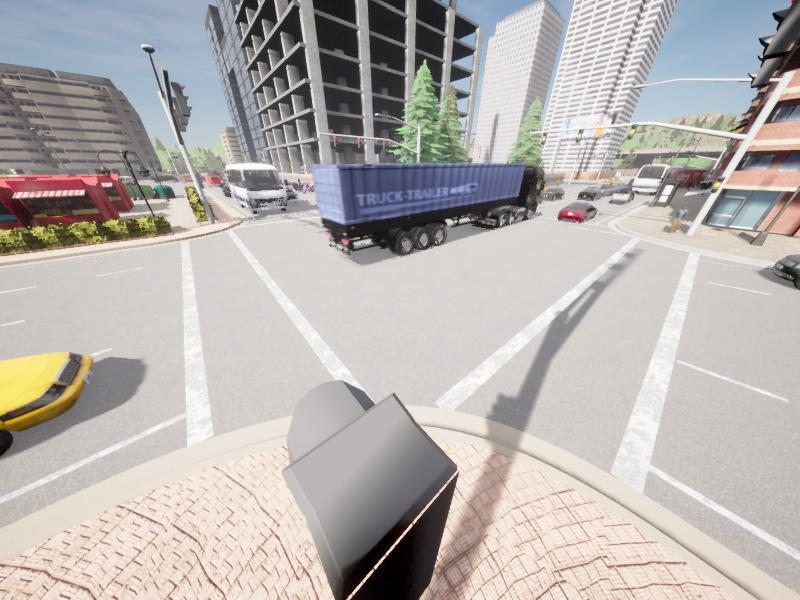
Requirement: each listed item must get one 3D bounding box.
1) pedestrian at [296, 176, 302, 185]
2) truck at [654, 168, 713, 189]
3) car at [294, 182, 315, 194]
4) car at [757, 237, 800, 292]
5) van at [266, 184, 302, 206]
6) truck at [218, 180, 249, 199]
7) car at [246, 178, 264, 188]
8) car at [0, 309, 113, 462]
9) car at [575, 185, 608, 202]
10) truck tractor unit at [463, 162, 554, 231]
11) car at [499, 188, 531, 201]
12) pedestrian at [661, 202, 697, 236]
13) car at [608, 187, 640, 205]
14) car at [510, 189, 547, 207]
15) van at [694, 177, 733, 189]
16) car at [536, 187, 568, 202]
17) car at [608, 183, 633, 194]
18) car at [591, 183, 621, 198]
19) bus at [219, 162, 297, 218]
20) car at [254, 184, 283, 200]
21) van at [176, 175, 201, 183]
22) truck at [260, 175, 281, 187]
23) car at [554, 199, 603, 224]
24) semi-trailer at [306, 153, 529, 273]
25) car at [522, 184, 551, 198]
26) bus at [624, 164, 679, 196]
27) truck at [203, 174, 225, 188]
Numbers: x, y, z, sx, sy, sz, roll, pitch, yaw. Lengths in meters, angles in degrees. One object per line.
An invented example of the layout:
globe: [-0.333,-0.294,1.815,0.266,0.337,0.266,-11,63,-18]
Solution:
pedestrian: [-24.427,-28.877,55.703,0.751,1.860,0.751,-23,37,-34]
truck: [58.584,-25.224,47.870,8.468,3.827,2.891,-7,30,-11]
car: [-16.556,-19.550,40.149,1.851,1.617,3.988,-23,37,-34]
car: [16.218,-0.903,7.905,3.705,1.549,1.789,21,36,32]
van: [-14.139,-12.869,28.144,2.069,2.038,4.480,-26,39,-38]
truck: [-24.856,-16.537,34.442,2.390,2.098,6.274,-23,37,-34]
car: [-32.368,-26.160,51.584,2.152,1.651,5.027,-23,37,-34]
car: [-8.178,2.036,2.900,5.366,1.575,1.801,-22,36,-33]
car: [26.404,-14.714,31.851,5.238,1.638,1.930,-23,37,-34]
truck tractor unit: [8.501,-8.365,18.203,6.516,4.208,3.053,-23,37,-34]
car: [16.067,-14.798,32.341,4.718,1.301,1.895,-23,37,-34]
pedestrian: [17.583,-5.103,14.567,0.751,1.860,0.751,-23,37,-34]
car: [28.538,-13.301,29.437,3.988,1.617,1.851,-23,37,-34]
car: [15.622,-12.414,28.014,4.892,1.490,1.837,-23,37,-34]
van: [66.031,-24.662,48.735,1.775,1.987,4.442,-22,37,-34]
car: [21.150,-14.728,32.022,4.892,1.490,1.837,-23,37,-34]
car: [39.826,-20.213,41.622,5.357,1.411,2.033,-23,37,-34]
car: [32.087,-17.097,35.950,4.611,1.667,2.242,-23,37,-34]
bus: [-14.924,-11.711,23.931,3.944,4.253,10.273,-23,37,-34]
car: [-18.829,-15.486,33.095,2.152,1.651,5.027,-23,37,-34]
van: [-60.535,-34.744,66.194,4.442,1.987,1.775,-6,31,-10]
truck: [-30.214,-27.803,53.953,2.390,2.098,6.274,-23,37,-34]
car: [15.559,-7.771,20.100,4.181,1.385,1.994,-23,37,-34]
semi-trailer: [2.428,-5.895,13.763,14.254,4.402,2.717,-23,37,-34]
car: [21.384,-17.126,36.131,5.008,1.535,1.882,-23,37,-34]
bus: [42.727,-20.465,39.194,10.273,4.253,3.944,-22,37,-34]
truck: [-40.624,-25.982,50.427,2.627,2.467,5.204,-23,37,-34]
